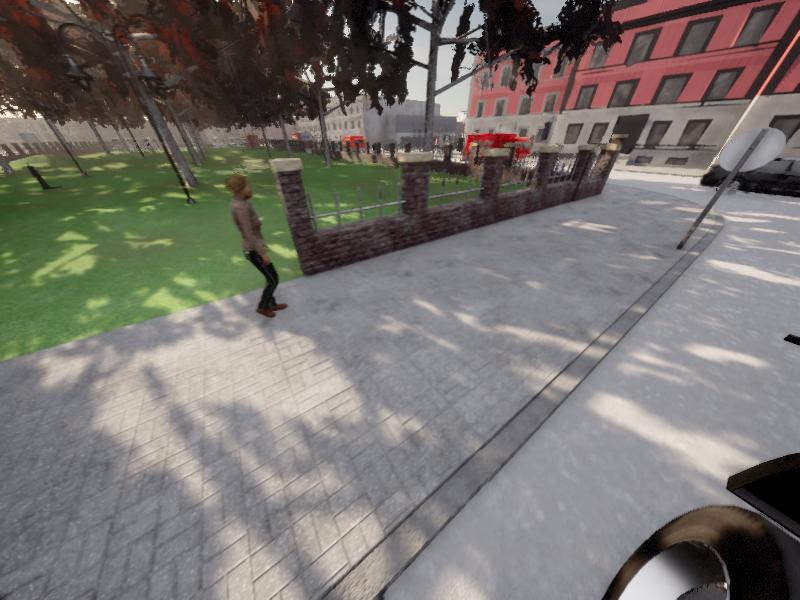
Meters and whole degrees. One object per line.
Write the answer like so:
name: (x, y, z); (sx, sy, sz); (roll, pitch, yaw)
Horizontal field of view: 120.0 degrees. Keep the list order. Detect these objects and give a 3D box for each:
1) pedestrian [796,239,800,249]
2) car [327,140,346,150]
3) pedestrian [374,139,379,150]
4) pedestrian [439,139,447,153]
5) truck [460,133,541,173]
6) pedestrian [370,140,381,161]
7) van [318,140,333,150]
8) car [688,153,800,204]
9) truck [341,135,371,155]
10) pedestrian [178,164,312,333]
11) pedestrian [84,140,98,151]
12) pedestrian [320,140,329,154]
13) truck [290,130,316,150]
pedestrian: (10.008, -1.941, 4.915); (0.751, 1.860, 0.751); (-22, 41, -28)
car: (-14.228, -34.593, 51.643); (2.033, 1.649, 4.856); (-22, 39, -28)
pedestrian: (-4.709, -31.629, 46.945); (0.751, 1.860, 0.751); (-14, 37, -18)
pedestrian: (7.025, -25.131, 37.717); (0.751, 1.860, 0.751); (-13, 37, -18)
truck: (8.044, -12.337, 19.177); (2.627, 2.467, 5.204); (-22, 41, -28)
pedestrian: (-2.686, -16.247, 25.123); (0.751, 1.860, 0.751); (-22, 40, -27)
van: (-18.277, -37.927, 56.456); (1.775, 1.987, 4.442); (-22, 41, -28)
car: (16.326, -5.075, 9.623); (1.882, 1.535, 5.008); (-22, 40, -27)
truck: (-7.122, -24.956, 37.209); (2.627, 2.467, 5.204); (-22, 40, -27)
pedestrian: (-1.827, -0.619, 2.962); (0.751, 1.860, 0.751); (-22, 41, -28)
pedestrian: (-65.130, -32.499, 48.701); (0.751, 1.860, 0.751); (-18, 39, -23)
pedestrian: (-11.699, -23.746, 35.831); (0.751, 1.860, 0.751); (-22, 40, -27)
truck: (-24.016, -39.365, 56.972); (2.891, 3.827, 8.468); (-22, 41, -28)
